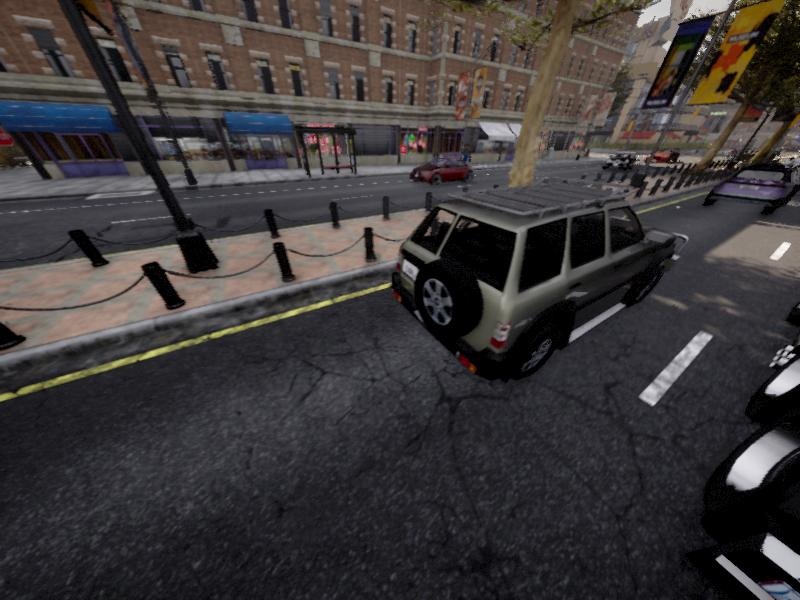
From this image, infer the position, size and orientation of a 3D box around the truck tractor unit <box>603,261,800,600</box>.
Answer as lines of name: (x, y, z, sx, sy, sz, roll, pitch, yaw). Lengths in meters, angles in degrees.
truck tractor unit: (5.107, -0.302, 0.796, 6.516, 4.208, 3.053, -18, 39, -25)

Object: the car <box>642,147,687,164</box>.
car: (34.164, -18.710, 29.847, 4.611, 1.667, 2.242, -18, 39, -25)

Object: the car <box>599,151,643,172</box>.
car: (20.993, -13.179, 21.919, 3.806, 1.475, 1.970, -26, 43, -33)

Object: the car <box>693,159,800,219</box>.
car: (15.249, -4.877, 9.773, 4.856, 1.649, 2.033, -18, 39, -25)

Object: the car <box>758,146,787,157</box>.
car: (73.109, -29.183, 45.348, 5.238, 1.638, 1.930, -18, 39, -25)

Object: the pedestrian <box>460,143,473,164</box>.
pedestrian: (7.178, -15.804, 24.913, 0.751, 1.860, 0.751, -10, 36, -15)

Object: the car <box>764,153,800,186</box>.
car: (27.862, -9.028, 15.866, 5.238, 1.638, 1.930, -18, 39, -25)

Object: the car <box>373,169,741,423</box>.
car: (2.161, -0.684, 3.376, 4.605, 1.855, 1.932, -18, 39, -25)

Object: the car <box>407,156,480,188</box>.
car: (2.747, -8.260, 14.746, 4.181, 1.385, 1.994, -18, 39, -25)

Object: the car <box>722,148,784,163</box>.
car: (49.684, -20.476, 32.702, 1.837, 1.490, 4.892, 6, 35, 7)

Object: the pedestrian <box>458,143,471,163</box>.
pedestrian: (7.087, -16.198, 25.481, 0.751, 1.860, 0.751, -10, 36, -15)
